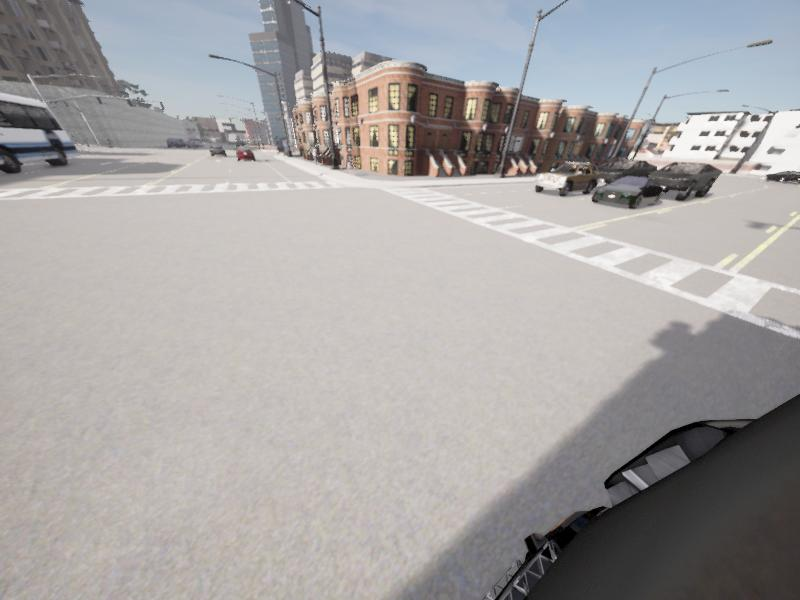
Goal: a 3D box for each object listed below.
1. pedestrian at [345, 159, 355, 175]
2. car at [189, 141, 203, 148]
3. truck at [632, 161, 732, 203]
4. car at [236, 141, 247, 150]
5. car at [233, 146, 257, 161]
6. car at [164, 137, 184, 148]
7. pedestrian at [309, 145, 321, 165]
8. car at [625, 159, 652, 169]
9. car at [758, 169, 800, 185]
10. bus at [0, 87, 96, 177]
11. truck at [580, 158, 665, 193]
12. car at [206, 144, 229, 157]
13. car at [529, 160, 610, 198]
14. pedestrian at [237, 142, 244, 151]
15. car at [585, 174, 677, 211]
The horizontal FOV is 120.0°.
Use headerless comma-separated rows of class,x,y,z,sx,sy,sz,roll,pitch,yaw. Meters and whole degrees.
pedestrian,-4.028,-10.634,18.480,0.500,1.100,0.500,-24,42,-34
car,-55.102,-42.069,62.471,1.882,1.535,5.008,-16,38,-26
truck,19.327,-8.222,15.854,6.274,2.098,2.390,-16,38,-26
car,-46.481,-45.352,67.579,2.150,2.045,5.566,-16,38,-26
car,-20.627,-19.573,30.844,2.163,1.488,4.792,-15,37,-25
car,-54.719,-38.064,55.979,2.150,2.045,5.566,-16,38,-26
pedestrian,-9.462,-16.132,25.739,0.751,1.860,0.751,-15,37,-24
car,59.123,-33.678,57.339,1.905,1.878,3.866,-14,37,-24
car,56.024,-17.944,33.609,1.882,1.535,5.008,16,36,19
bus,-25.878,-10.799,14.686,3.944,4.253,10.273,-16,38,-26
truck,17.728,-9.992,18.423,6.274,2.098,2.390,-16,38,-26
car,-27.456,-22.562,34.871,2.128,1.511,4.902,-16,38,-26
car,11.083,-7.990,15.134,4.605,1.855,1.932,-16,38,-26
pedestrian,-37.606,-36.209,54.468,0.751,1.860,0.751,-21,40,-32
car,12.653,-6.002,12.696,4.181,1.385,1.994,-16,38,-26
